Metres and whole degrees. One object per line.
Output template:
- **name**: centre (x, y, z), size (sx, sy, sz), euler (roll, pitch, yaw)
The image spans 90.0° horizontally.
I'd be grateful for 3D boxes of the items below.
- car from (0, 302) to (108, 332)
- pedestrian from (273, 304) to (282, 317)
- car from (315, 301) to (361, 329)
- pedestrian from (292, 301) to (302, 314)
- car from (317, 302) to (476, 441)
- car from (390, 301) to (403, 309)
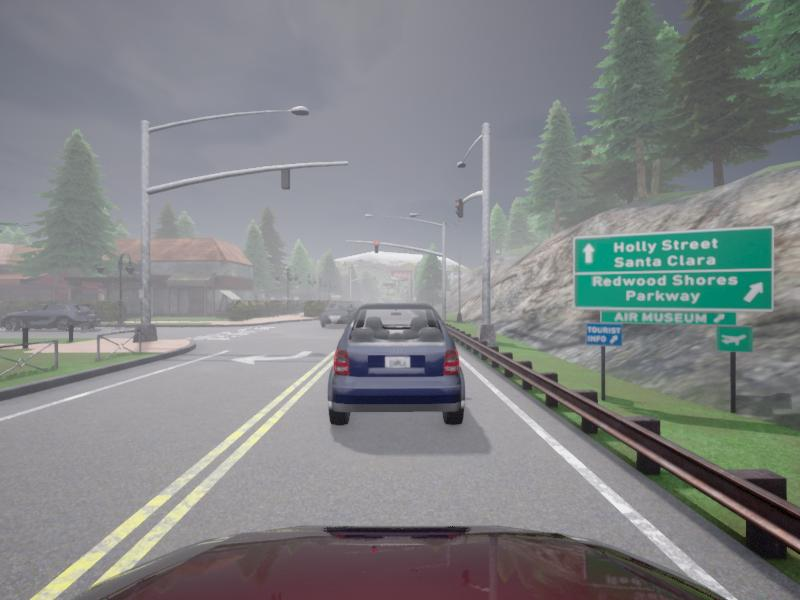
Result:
- **car**: centre (-19.948, 0.940, 23.002), size (4.856, 1.649, 2.033), euler (0, 0, 0)
- **pedestrian**: centre (-10.302, 0.865, 33.711), size (0.500, 1.100, 0.500), euler (0, 0, 33)
- **car**: centre (-3.753, 0.869, 25.160), size (2.128, 1.511, 4.902), euler (-1, 1, 0)
- **pedestrian**: centre (-10.150, 0.765, 39.521), size (0.751, 1.300, 0.751), euler (0, 0, 2)
- **car**: centre (-0.060, 0.815, 6.371), size (1.789, 1.549, 3.705), euler (0, 0, -1)
- **car**: centre (-0.666, 0.851, 69.640), size (2.163, 1.488, 4.792), euler (0, 0, -1)
